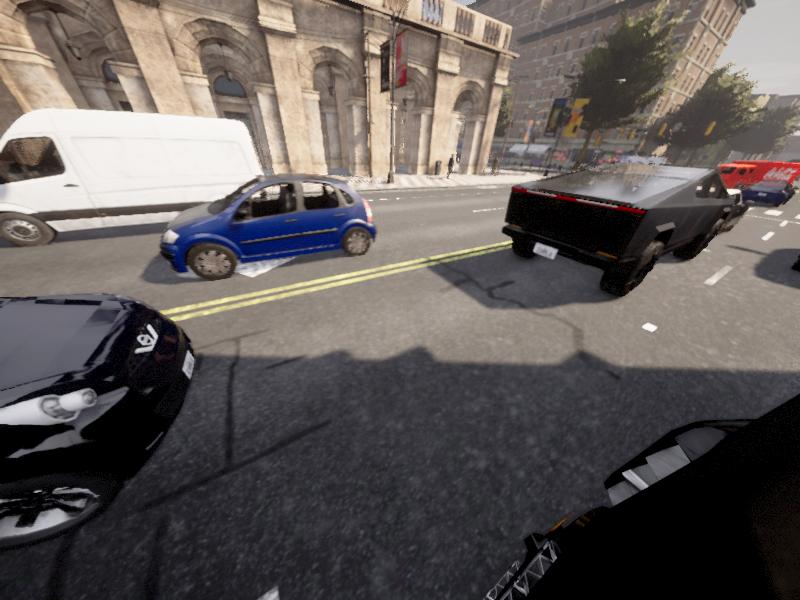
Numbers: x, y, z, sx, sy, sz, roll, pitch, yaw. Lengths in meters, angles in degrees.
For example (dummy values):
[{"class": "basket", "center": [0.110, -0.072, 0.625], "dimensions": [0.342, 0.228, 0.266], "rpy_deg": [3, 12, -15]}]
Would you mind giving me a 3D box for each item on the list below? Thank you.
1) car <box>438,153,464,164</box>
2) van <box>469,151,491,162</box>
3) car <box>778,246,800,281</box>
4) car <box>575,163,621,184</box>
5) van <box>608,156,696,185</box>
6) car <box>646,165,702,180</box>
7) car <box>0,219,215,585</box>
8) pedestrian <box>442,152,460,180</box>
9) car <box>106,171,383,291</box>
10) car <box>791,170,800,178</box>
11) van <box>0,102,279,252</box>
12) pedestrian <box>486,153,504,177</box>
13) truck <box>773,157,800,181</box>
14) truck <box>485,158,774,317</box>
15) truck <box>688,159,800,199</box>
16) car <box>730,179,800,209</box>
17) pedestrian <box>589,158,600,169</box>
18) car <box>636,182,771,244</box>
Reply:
[{"class": "car", "center": [9.936, -27.880, 45.388], "dimensions": [2.128, 1.511, 4.902], "rpy_deg": [-16, 38, -26]}, {"class": "van", "center": [19.536, -35.158, 56.622], "dimensions": [2.069, 2.038, 4.480], "rpy_deg": [-16, 38, -26]}, {"class": "car", "center": [11.773, -1.369, 5.466], "dimensions": [4.856, 1.649, 2.033], "rpy_deg": [-16, 38, -26]}, {"class": "car", "center": [20.900, -13.523, 24.581], "dimensions": [1.845, 1.501, 3.633], "rpy_deg": [5, 34, 3]}, {"class": "van", "center": [28.889, -15.256, 27.006], "dimensions": [6.366, 2.431, 2.351], "rpy_deg": [26, 40, 30]}, {"class": "car", "center": [39.802, -18.600, 33.708], "dimensions": [4.974, 1.542, 2.038], "rpy_deg": [6, 33, 5]}, {"class": "car", "center": [-3.502, 0.762, 1.155], "dimensions": [3.633, 1.501, 1.845], "rpy_deg": [-16, 38, -26]}, {"class": "pedestrian", "center": [3.937, -10.419, 17.967], "dimensions": [0.751, 1.860, 0.751], "rpy_deg": [-9, 35, -18]}, {"class": "car", "center": [-2.574, -1.762, 4.962], "dimensions": [3.988, 1.617, 1.851], "rpy_deg": [-16, 38, -26]}, {"class": "car", "center": [98.054, -30.603, 56.317], "dimensions": [5.366, 1.575, 1.801], "rpy_deg": [-16, 38, -26]}, {"class": "van", "center": [-6.798, -3.193, 5.940], "dimensions": [5.915, 2.561, 1.988], "rpy_deg": [-16, 38, -25]}, {"class": "pedestrian", "center": [8.893, -12.612, 21.657], "dimensions": [0.751, 1.860, 0.751], "rpy_deg": [-17, 38, -27]}, {"class": "truck", "center": [78.806, -26.015, 45.832], "dimensions": [8.468, 3.827, 2.891], "rpy_deg": [-16, 38, -26]}, {"class": "truck", "center": [5.375, -1.966, 5.442], "dimensions": [6.274, 2.098, 2.390], "rpy_deg": [-16, 38, -26]}, {"class": "truck", "center": [28.302, -9.954, 18.924], "dimensions": [5.204, 2.467, 2.627], "rpy_deg": [1, 33, -3]}, {"class": "car", "center": [24.832, -7.256, 15.590], "dimensions": [4.181, 1.385, 1.994], "rpy_deg": [-16, 38, -26]}, {"class": "pedestrian", "center": [37.670, -26.445, 44.745], "dimensions": [0.751, 1.860, 0.751], "rpy_deg": [-13, 37, -23]}, {"class": "car", "center": [11.257, -3.399, 8.622], "dimensions": [3.806, 1.475, 1.970], "rpy_deg": [-16, 38, -26]}]
